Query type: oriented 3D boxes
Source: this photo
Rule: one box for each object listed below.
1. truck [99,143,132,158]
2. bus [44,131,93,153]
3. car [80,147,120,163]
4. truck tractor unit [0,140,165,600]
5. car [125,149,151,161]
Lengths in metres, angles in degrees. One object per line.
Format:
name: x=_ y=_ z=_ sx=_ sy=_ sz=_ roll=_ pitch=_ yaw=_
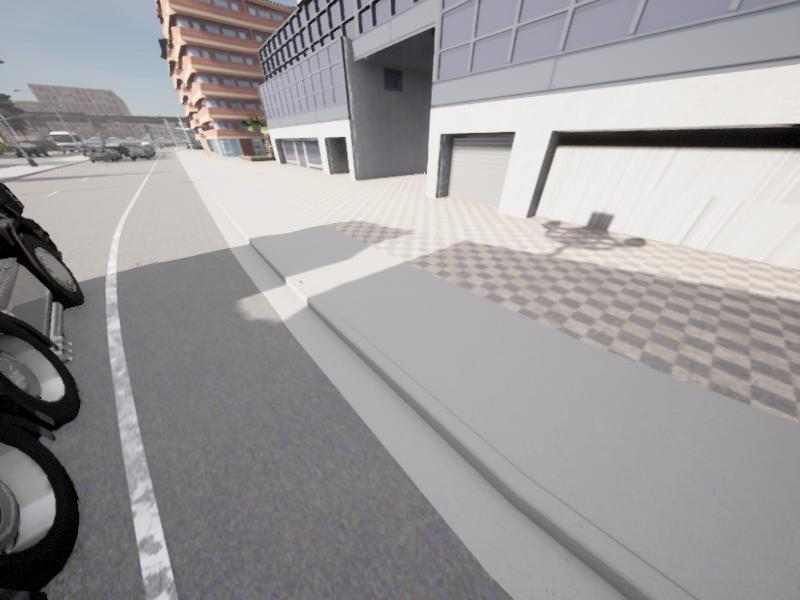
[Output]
truck: x=-49.893 y=-26.451 z=40.716 sx=2.390 sy=2.098 sz=6.274 roll=-25 pitch=42 yaw=-32
bus: x=-82.327 y=-39.410 z=57.724 sx=3.944 sy=4.253 sz=10.273 roll=-25 pitch=42 yaw=-32
car: x=-39.977 y=-19.483 z=30.959 sx=2.242 sy=1.667 sz=4.611 roll=-25 pitch=42 yaw=-32
truck tractor unit: x=-4.885 y=-0.481 z=1.039 sx=6.516 sy=4.208 sz=3.053 roll=27 pitch=43 yaw=33
car: x=-38.390 y=-21.364 z=34.005 sx=1.895 sy=1.301 sz=4.718 roll=-25 pitch=42 yaw=-32
